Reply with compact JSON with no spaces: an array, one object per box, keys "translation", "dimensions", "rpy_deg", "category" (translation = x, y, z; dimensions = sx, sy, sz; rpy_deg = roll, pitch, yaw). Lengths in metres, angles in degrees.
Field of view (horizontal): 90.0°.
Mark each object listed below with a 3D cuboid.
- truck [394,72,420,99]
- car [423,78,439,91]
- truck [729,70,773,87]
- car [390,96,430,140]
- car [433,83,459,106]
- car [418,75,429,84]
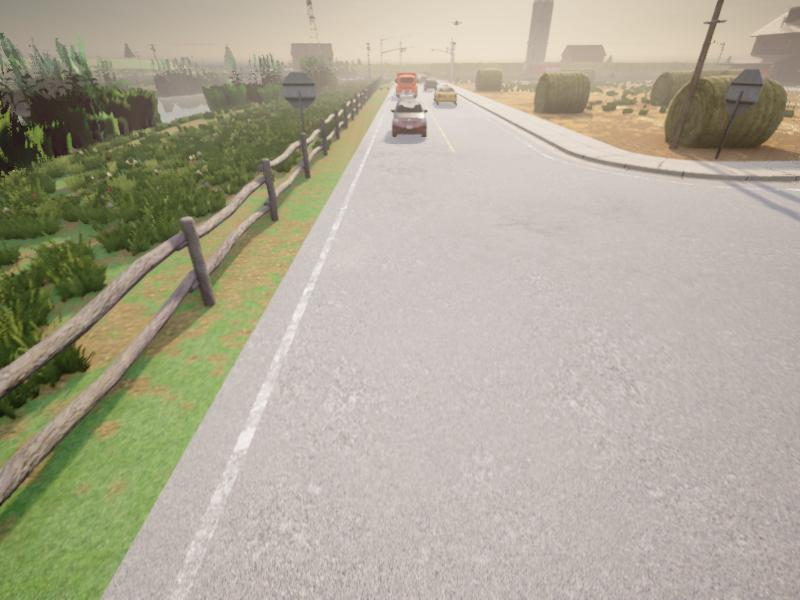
[{"translation":[0.739,-23.547,43.813],"dimensions":[2.627,2.467,5.204],"rpy_deg":[0,30,0],"category":"truck"},{"translation":[4.383,-30.790,57.146],"dimensions":[1.837,1.490,4.892],"rpy_deg":[0,30,0],"category":"car"},{"translation":[61.563,-39.037,70.339],"dimensions":[2.627,2.467,5.204],"rpy_deg":[-2,30,-3],"category":"truck"},{"translation":[0.467,-9.281,20.270],"dimensions":[1.851,1.617,3.988],"rpy_deg":[0,30,0],"category":"car"},{"translation":[4.161,-18.989,36.896],"dimensions":[1.801,1.575,5.366],"rpy_deg":[0,30,0],"category":"car"},{"translation":[4.628,-43.857,79.484],"dimensions":[1.837,1.490,4.892],"rpy_deg":[0,30,0],"category":"car"}]
